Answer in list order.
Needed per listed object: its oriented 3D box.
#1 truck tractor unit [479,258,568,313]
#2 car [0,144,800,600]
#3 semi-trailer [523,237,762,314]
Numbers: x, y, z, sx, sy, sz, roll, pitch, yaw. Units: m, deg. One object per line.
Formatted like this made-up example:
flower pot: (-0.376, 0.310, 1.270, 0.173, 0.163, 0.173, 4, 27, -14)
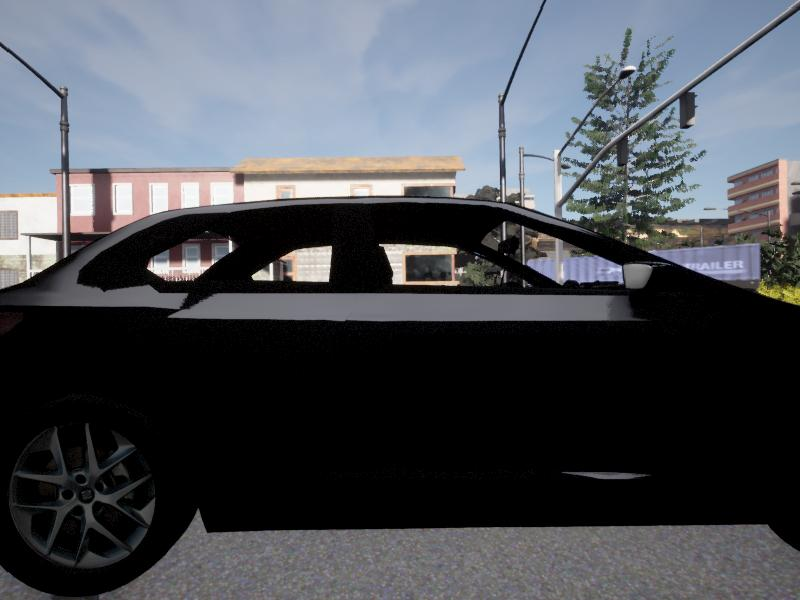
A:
truck tractor unit: (10.342, -1.099, 33.864, 6.516, 4.208, 3.053, -1, 0, 43)
car: (0.342, 0.254, 2.184, 4.193, 1.474, 1.816, 0, 0, -1)
semi-trailer: (16.182, -1.301, 28.524, 14.254, 4.402, 2.717, -1, 0, 42)
